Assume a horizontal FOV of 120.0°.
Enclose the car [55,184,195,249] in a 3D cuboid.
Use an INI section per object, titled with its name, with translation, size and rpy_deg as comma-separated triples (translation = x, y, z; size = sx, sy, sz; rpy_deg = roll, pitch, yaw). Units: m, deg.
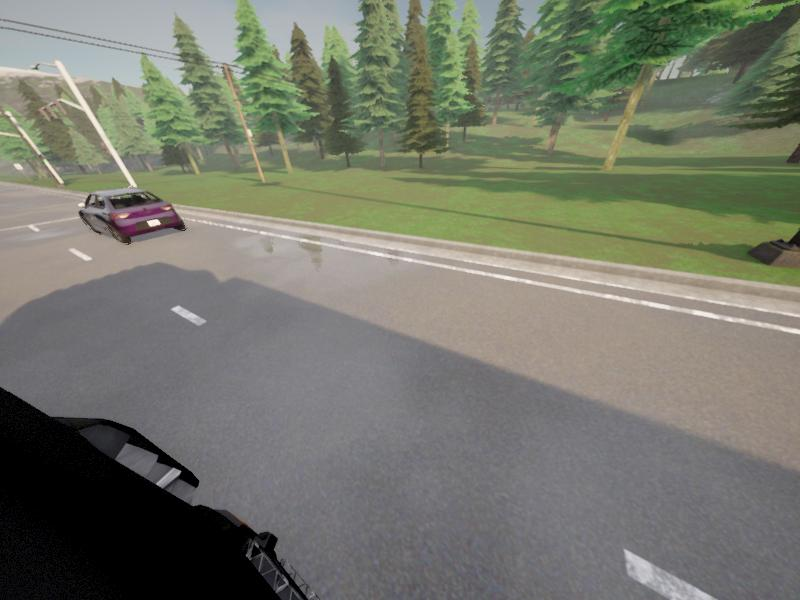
[car]
translation = -9.675, -3.132, 8.170
size = 4.193, 1.474, 1.816
rpy_deg = 15, 38, 26
